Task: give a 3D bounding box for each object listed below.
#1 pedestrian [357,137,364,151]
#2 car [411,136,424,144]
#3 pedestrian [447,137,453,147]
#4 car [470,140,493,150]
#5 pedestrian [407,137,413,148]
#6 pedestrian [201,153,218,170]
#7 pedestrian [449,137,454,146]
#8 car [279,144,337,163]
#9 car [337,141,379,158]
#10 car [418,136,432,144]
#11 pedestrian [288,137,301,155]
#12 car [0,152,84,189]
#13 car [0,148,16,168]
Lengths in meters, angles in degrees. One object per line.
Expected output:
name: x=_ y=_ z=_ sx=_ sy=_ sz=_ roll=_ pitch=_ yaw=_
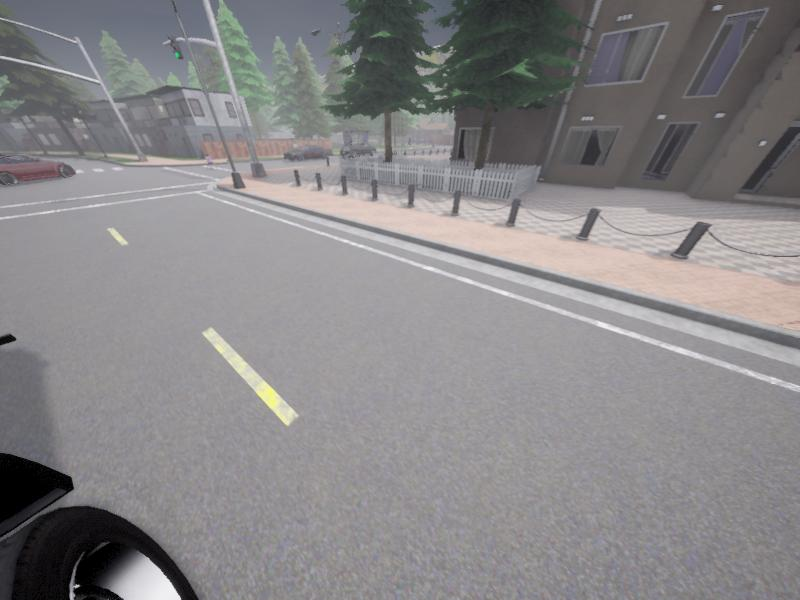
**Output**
pedestrian: x=-6.249 y=-24.647 z=36.523 sx=0.751 sy=1.860 sz=0.751 roll=-26 pitch=43 yaw=-32
car: x=5.439 y=-49.644 z=71.649 sx=1.905 sy=1.878 sz=3.866 roll=24 pitch=42 yaw=30
pedestrian: x=11.924 y=-37.837 z=55.295 sx=0.751 sy=1.860 sz=0.751 roll=30 pitch=45 yaw=35
car: x=16.489 y=-31.481 z=46.723 sx=2.038 sy=1.542 sz=4.974 roll=30 pitch=45 yaw=34
pedestrian: x=1.922 y=-30.910 z=45.321 sx=0.751 sy=1.860 sz=0.751 roll=23 pitch=41 yaw=28
pedestrian: x=-14.876 y=-10.839 z=18.053 sx=0.500 sy=1.100 sz=0.500 roll=24 pitch=42 yaw=30
pedestrian: x=12.637 y=-38.646 z=56.429 sx=0.751 sy=1.860 sz=0.751 roll=12 pitch=37 yaw=16
car: x=-9.761 y=-15.891 z=24.937 sx=2.033 sy=1.411 sz=5.357 roll=25 pitch=42 yaw=31
car: x=-5.230 y=-19.281 z=29.502 sx=2.152 sy=1.651 sz=5.027 roll=25 pitch=42 yaw=30
car: x=7.676 y=-48.941 z=70.662 sx=1.932 sy=1.855 sz=4.605 roll=24 pitch=42 yaw=30
pedestrian: x=-13.320 y=-19.434 z=29.199 sx=0.751 sy=1.860 sz=0.751 roll=25 pitch=43 yaw=31
car: x=-21.677 y=-7.436 z=13.072 sx=1.994 sy=1.385 sz=4.181 roll=-3 pitch=36 yaw=-4
car: x=-34.652 y=-11.854 z=19.234 sx=4.181 sy=1.385 sz=1.994 roll=19 pitch=40 yaw=24
